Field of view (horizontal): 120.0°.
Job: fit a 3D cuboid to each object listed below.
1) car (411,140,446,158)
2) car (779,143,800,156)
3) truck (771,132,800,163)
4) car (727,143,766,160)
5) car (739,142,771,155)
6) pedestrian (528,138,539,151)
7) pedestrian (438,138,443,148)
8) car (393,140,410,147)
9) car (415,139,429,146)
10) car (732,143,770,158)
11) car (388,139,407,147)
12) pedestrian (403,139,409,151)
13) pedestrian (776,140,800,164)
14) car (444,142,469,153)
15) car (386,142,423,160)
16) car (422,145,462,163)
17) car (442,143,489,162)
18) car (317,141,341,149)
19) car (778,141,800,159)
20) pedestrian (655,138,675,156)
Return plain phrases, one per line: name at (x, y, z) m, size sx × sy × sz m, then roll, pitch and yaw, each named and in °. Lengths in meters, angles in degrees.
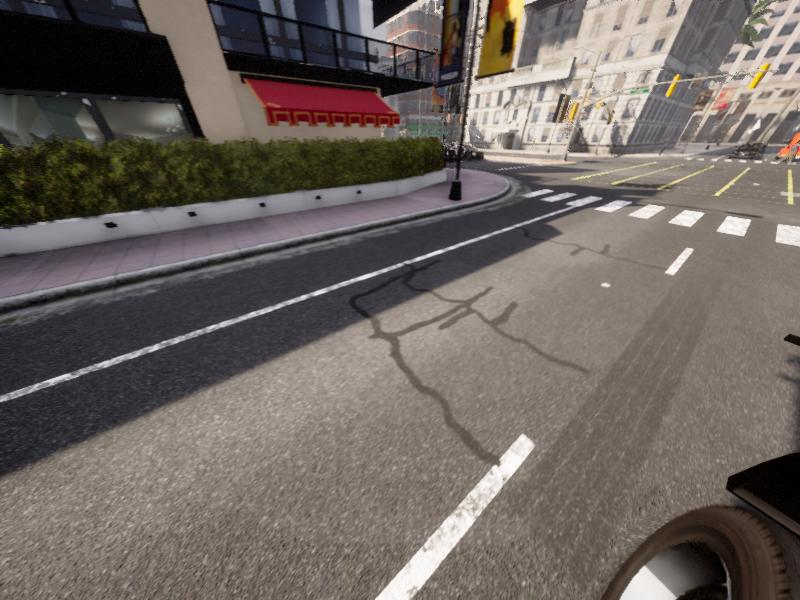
car at (3.662, -19.992, 30.489) m, size 1.932 × 1.855 × 4.605 m, roll -23°, pitch 41°, yaw -29°
car at (54.447, -20.747, 31.749) m, size 4.181 × 1.385 × 1.994 m, roll -23°, pitch 41°, yaw -28°
truck at (41.946, -15.881, 23.984) m, size 5.204 × 2.467 × 2.627 m, roll -23°, pitch 41°, yaw -29°
car at (39.992, -17.159, 26.644) m, size 4.892 × 1.490 × 1.837 m, roll -23°, pitch 41°, yaw -29°
car at (52.258, -22.322, 33.984) m, size 4.181 × 1.385 × 1.994 m, roll -24°, pitch 42°, yaw -29°
pedestrian at (22.383, -26.127, 38.775) m, size 0.751 × 1.860 × 0.751 m, roll -21°, pitch 40°, yaw -27°
pedestrian at (9.041, -35.428, 51.978) m, size 0.751 × 1.860 × 0.751 m, roll -2°, pitch 35°, yaw -2°
car at (0.447, -41.881, 61.727) m, size 3.988 × 1.617 × 1.851 m, roll -22°, pitch 41°, yaw -28°
car at (6.617, -46.934, 68.801) m, size 3.705 × 1.549 × 1.789 m, roll -22°, pitch 41°, yaw -28°
car at (46.015, -19.686, 30.271) m, size 5.357 × 1.411 × 2.033 m, roll -23°, pitch 41°, yaw -29°
car at (-0.644, -43.936, 64.582) m, size 4.974 × 1.542 × 2.038 m, roll -22°, pitch 41°, yaw -28°
pedestrian at (1.189, -29.655, 44.124) m, size 0.751 × 1.860 × 0.751 m, roll -24°, pitch 42°, yaw -30°
pedestrian at (37.193, -14.016, 21.858) m, size 0.751 × 1.860 × 0.751 m, roll -19°, pitch 39°, yaw -24°
car at (9.664, -26.378, 39.829) m, size 1.970 × 1.475 × 3.806 m, roll -23°, pitch 41°, yaw -29°
car at (0.468, -18.989, 29.292) m, size 1.930 × 1.638 × 5.238 m, roll -23°, pitch 41°, yaw -29°
car at (4.399, -15.804, 24.916) m, size 1.970 × 1.475 × 3.806 m, roll -23°, pitch 41°, yaw -29°
car at (7.332, -16.935, 26.454) m, size 2.038 × 1.542 × 4.974 m, roll -23°, pitch 41°, yaw -29°
car at (-16.126, -35.191, 52.431) m, size 4.674 × 1.442 × 1.812 m, roll 0°, pitch 35°, yaw 1°
car at (47.494, -17.907, 27.536) m, size 5.238 × 1.638 × 1.930 m, roll -23°, pitch 41°, yaw -29°
pedestrian at (32.132, -18.578, 28.064) m, size 0.751 × 1.860 × 0.751 m, roll -24°, pitch 42°, yaw -30°
